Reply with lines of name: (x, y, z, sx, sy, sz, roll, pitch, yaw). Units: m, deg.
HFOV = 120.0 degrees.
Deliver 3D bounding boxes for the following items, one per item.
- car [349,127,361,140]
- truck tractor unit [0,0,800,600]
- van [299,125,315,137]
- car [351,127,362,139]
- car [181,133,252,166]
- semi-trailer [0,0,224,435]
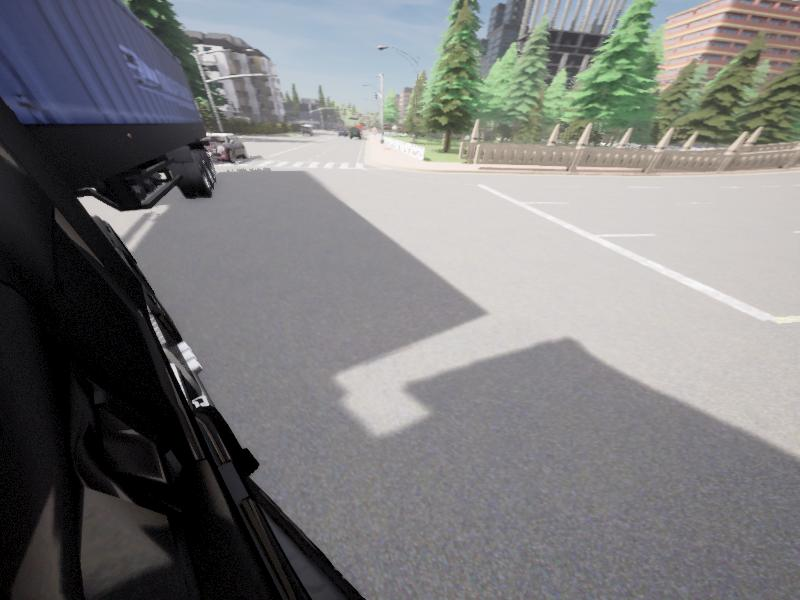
car: (-9.133, -34.216, 47.424, 2.150, 2.045, 5.566, -2, 37, -7)
truck tractor unit: (-2.645, -0.295, 0.351, 6.516, 4.208, 3.053, 28, 44, 30)
van: (-20.074, -36.581, 49.914, 2.069, 2.038, 4.480, -2, 37, -6)
car: (-9.944, -38.569, 53.232, 2.150, 2.045, 5.566, -2, 37, -6)
car: (-11.509, -9.774, 14.854, 1.970, 1.475, 3.806, -4, 37, -9)
semi-trailer: (-7.006, -4.378, 5.394, 2.717, 4.402, 14.254, -17, 41, -24)
